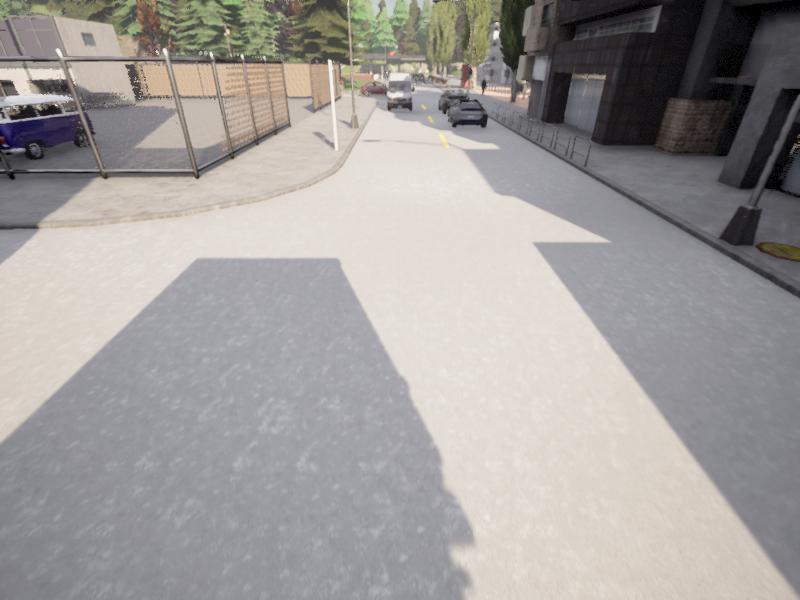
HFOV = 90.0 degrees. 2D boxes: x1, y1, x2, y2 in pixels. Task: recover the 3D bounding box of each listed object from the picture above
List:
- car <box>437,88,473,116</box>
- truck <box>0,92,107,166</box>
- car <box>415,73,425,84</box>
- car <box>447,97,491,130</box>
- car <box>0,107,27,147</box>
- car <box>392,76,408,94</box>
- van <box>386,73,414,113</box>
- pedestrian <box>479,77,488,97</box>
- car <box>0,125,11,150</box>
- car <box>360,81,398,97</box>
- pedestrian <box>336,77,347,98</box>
[{"bbox_3d":[4.010,-14.849,29.872,2.007,1.525,4.514,0,30,0],"label":"car"},{"bbox_3d":[-13.912,-6.599,15.127,2.069,2.038,4.478,0,30,0],"label":"truck"},{"bbox_3d":[3.981,-44.707,80.566,1.932,1.855,4.605,0,30,0],"label":"car"},{"bbox_3d":[3.965,-11.079,23.584,1.994,1.385,4.181,1,30,2],"label":"car"},{"bbox_3d":[-17.873,-6.414,15.427,2.033,1.415,5.357,0,30,0],"label":"car"},{"bbox_3d":[-0.022,-27.558,51.237,1.905,1.878,3.866,0,30,0],"label":"car"},{"bbox_3d":[-0.017,-16.691,32.018,1.988,2.561,5.915,0,30,0],"label":"van"},{"bbox_3d":[9.159,-23.353,43.827,0.751,1.860,0.751,3,30,4],"label":"pedestrian"},{"bbox_3d":[-18.100,-6.557,15.529,3.705,1.547,1.789,0,30,0],"label":"car"},{"bbox_3d":[-2.415,-24.262,46.015,4.193,1.474,1.816,-5,31,-9],"label":"car"},{"bbox_3d":[-6.168,-22.393,42.165,0.751,1.860,0.751,11,32,17],"label":"pedestrian"}]
